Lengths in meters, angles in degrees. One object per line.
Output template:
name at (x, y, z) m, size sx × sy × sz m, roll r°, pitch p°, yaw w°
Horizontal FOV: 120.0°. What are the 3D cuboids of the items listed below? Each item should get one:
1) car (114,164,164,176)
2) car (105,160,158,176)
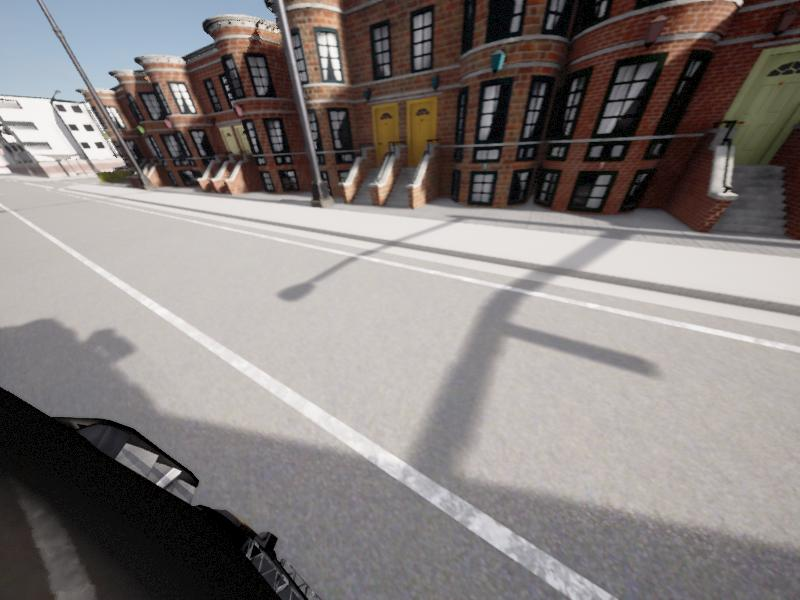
car at (-44.872, -22.456, 39.849) m, size 2.033 × 1.411 × 5.357 m, roll 17°, pitch 38°, yaw 27°
car at (-47.804, -23.692, 41.340) m, size 2.150 × 2.045 × 5.566 m, roll 17°, pitch 38°, yaw 27°
